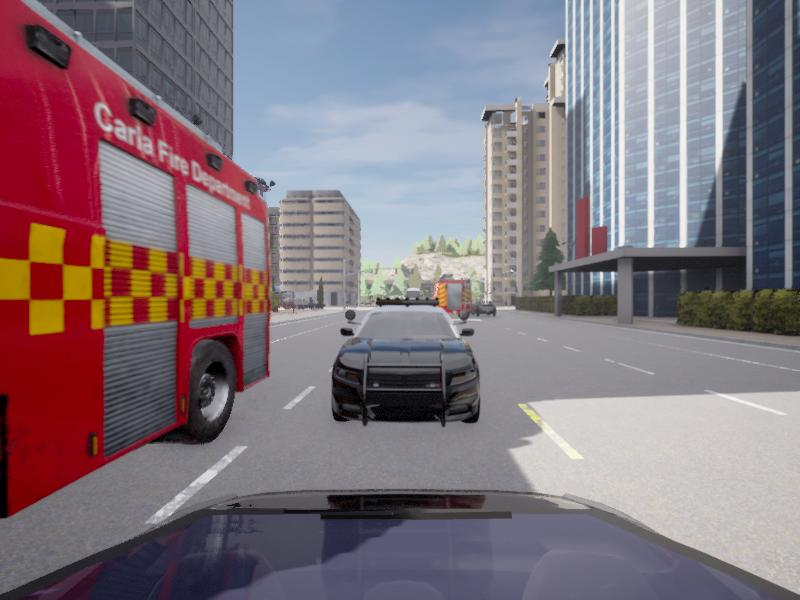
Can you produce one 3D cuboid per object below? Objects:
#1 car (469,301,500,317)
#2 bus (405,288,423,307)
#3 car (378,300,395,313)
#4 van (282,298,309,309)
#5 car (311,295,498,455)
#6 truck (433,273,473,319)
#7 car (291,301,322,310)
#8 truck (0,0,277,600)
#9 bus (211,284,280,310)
[{"bbox_3d":[8.292,0.843,39.743,2.128,1.511,4.902,0,0,2],"label":"car"},{"bbox_3d":[3.238,-0.522,91.691,3.944,4.253,10.273,0,0,2],"label":"bus"},{"bbox_3d":[-1.739,0.788,53.206,2.033,1.649,4.856,0,0,2],"label":"car"},{"bbox_3d":[-18.765,0.612,71.941,4.442,1.987,1.775,0,0,3],"label":"van"},{"bbox_3d":[0.127,0.772,6.760,1.930,1.638,5.238,0,0,2],"label":"car"},{"bbox_3d":[4.710,-0.314,37.377,2.891,3.827,8.468,0,0,2],"label":"truck"},{"bbox_3d":[-15.949,0.864,68.308,4.792,1.488,2.163,0,0,3],"label":"car"},{"bbox_3d":[-3.540,-0.321,2.153,2.891,3.827,8.468,0,0,2],"label":"truck"},{"bbox_3d":[-26.448,-0.521,68.906,10.273,4.253,3.944,0,0,3],"label":"bus"}]
